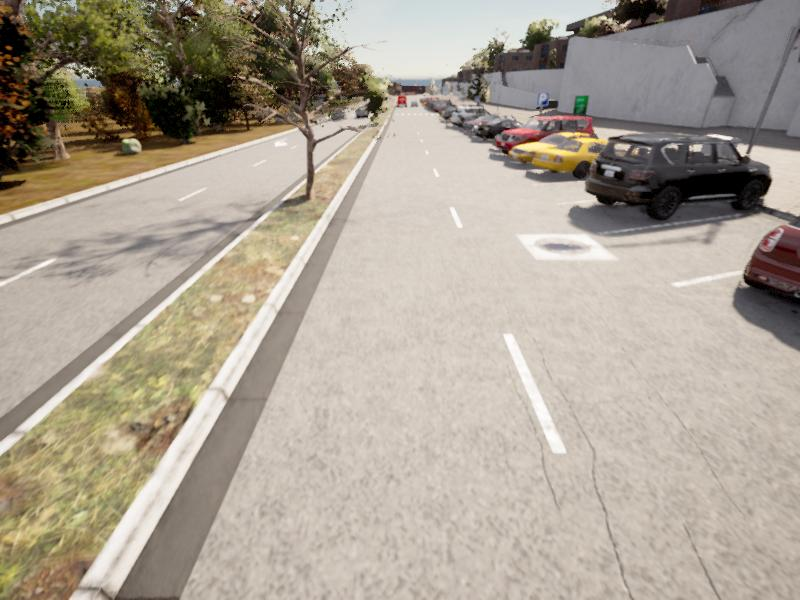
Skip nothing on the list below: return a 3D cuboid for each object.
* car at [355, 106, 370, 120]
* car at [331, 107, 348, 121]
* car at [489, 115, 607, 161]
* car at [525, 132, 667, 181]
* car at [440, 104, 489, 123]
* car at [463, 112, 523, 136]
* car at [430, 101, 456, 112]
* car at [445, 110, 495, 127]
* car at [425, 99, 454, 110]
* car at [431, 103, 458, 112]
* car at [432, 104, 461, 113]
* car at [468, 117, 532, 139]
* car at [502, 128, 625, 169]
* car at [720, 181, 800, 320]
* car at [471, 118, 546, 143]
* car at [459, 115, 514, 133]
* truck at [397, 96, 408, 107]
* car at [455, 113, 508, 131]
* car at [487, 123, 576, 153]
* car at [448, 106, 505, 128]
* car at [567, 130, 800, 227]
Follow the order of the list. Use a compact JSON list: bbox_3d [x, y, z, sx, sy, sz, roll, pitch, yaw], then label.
[{"bbox_3d":[-5.462,-27.377,58.517,1.851,1.617,3.988,0,28,0],"label":"car"},{"bbox_3d":[-8.472,-26.021,55.966,1.789,1.549,3.705,0,28,0],"label":"car"},{"bbox_3d":[8.167,-9.124,22.315,5.566,2.045,2.435,-9,29,-18],"label":"car"},{"bbox_3d":[8.334,-6.226,17.147,5.366,1.575,1.946,-9,28,-18],"label":"car"},{"bbox_3d":[8.322,-24.119,51.737,5.566,2.045,2.435,-9,29,-18],"label":"car"},{"bbox_3d":[8.292,-15.791,35.786,4.553,1.767,2.185,-9,29,-18],"label":"car"},{"bbox_3d":[8.458,-37.940,78.377,4.553,1.767,2.185,-9,29,-18],"label":"car"},{"bbox_3d":[8.145,-21.120,46.473,5.366,1.575,1.946,-9,29,-18],"label":"car"},{"bbox_3d":[8.506,-42.207,86.238,5.566,2.045,2.435,-9,29,-18],"label":"car"},{"bbox_3d":[8.468,-36.412,75.822,4.674,1.452,2.002,-9,29,-18],"label":"car"},{"bbox_3d":[8.433,-35.019,73.145,4.792,1.488,2.163,-9,29,-18],"label":"car"},{"bbox_3d":[8.248,-14.283,33.176,4.674,1.452,2.002,-9,29,-18],"label":"car"},{"bbox_3d":[8.000,-7.528,19.703,5.366,1.575,1.946,-9,29,-18],"label":"car"},{"bbox_3d":[8.074,-0.855,6.330,4.553,1.767,2.185,-9,28,-18],"label":"car"},{"bbox_3d":[8.224,-12.965,30.480,5.008,1.535,2.097,-9,28,-18],"label":"car"},{"bbox_3d":[8.277,-16.995,38.528,4.674,1.452,2.002,-9,29,-18],"label":"car"},{"bbox_3d":[0.524,-49.045,98.775,2.627,2.467,5.204,0,28,0],"label":"truck"},{"bbox_3d":[8.314,-18.383,41.215,4.792,1.488,2.163,-9,28,-18],"label":"car"},{"bbox_3d":[8.177,-10.229,25.122,4.792,1.488,2.163,-9,28,-18],"label":"car"},{"bbox_3d":[8.331,-19.999,43.757,5.566,2.045,2.435,-9,29,-18],"label":"car"},{"bbox_3d":[8.159,-3.707,11.640,5.566,2.045,2.435,-9,28,-18],"label":"car"}]
